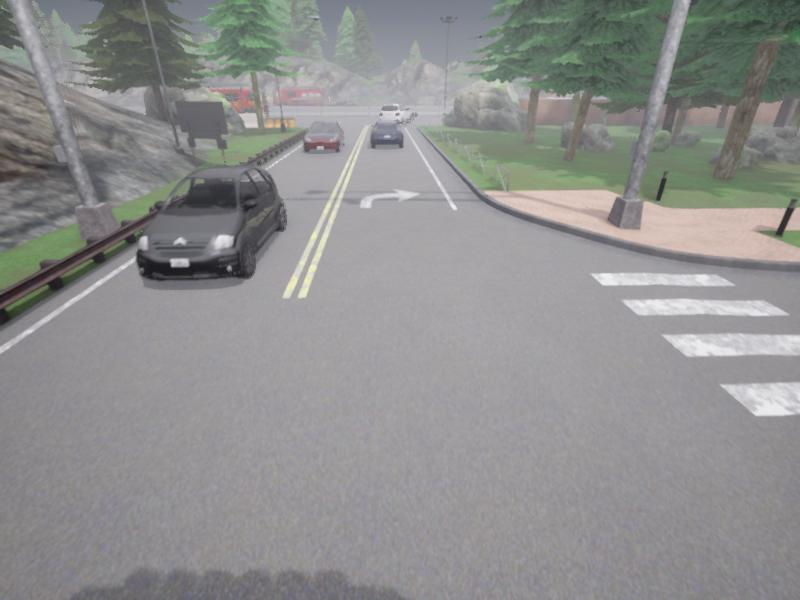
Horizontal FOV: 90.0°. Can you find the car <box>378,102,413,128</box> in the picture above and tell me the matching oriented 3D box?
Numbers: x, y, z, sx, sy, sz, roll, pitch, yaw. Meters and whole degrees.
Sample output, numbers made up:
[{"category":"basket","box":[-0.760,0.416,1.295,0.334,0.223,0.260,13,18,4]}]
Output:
[{"category":"car","box":[-0.361,-19.011,40.974,2.150,2.045,5.566,6,29,14]}]

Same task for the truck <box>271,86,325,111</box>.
[{"category":"truck","box":[-17.724,-35.366,70.255,8.468,3.827,2.891,-1,28,-2]}]

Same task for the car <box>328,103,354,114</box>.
[{"category":"car","box":[-9.119,-29.609,61.880,3.806,1.475,1.970,-1,28,-3]}]

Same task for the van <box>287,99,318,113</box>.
[{"category":"van","box":[-15.748,-31.343,64.555,4.442,1.987,1.775,-2,28,-2]}]

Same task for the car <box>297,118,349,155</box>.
[{"category":"car","box":[-4.225,-9.341,22.662,2.163,1.488,4.792,-1,28,-2]}]

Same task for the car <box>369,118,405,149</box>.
[{"category":"car","box":[-0.810,-10.336,24.678,1.994,1.385,4.181,-1,28,-2]}]

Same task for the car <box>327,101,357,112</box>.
[{"category":"car","box":[-9.782,-32.958,68.000,4.856,1.649,2.033,-1,28,-3]}]

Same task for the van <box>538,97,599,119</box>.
[{"category":"van","box":[21.157,-24.282,50.546,6.366,2.431,2.351,-1,28,-2]}]

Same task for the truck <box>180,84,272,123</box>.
[{"category":"truck","box":[-19.436,-22.309,45.339,8.468,3.827,2.891,-1,28,-3]}]

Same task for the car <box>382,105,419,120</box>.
[{"category":"car","box":[-0.003,-23.380,49.831,4.514,1.525,2.007,-1,28,-2]}]

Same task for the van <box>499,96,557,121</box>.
[{"category":"van","box":[14.996,-22.557,47.145,5.915,2.561,1.988,-1,28,-2]}]

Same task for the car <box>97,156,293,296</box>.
[{"category":"car","box":[-3.562,-1.724,7.986,1.851,1.617,3.988,-1,28,-2]}]
